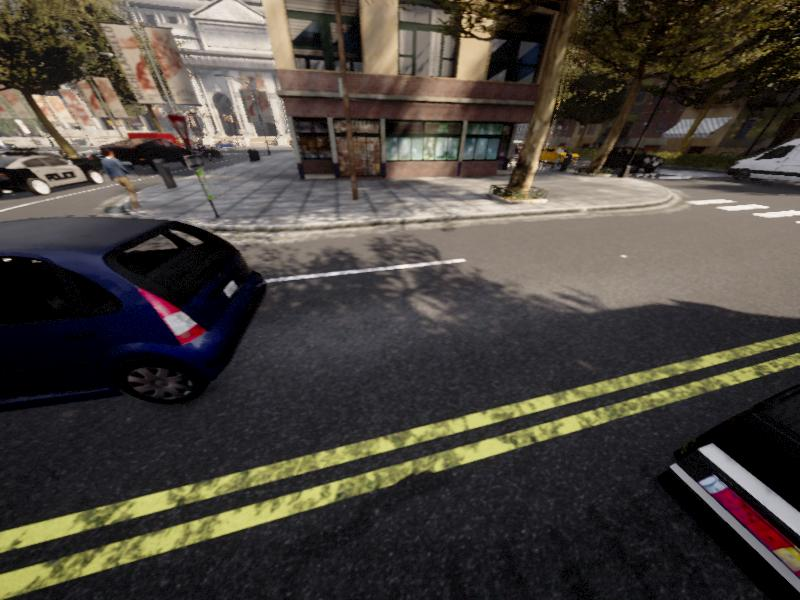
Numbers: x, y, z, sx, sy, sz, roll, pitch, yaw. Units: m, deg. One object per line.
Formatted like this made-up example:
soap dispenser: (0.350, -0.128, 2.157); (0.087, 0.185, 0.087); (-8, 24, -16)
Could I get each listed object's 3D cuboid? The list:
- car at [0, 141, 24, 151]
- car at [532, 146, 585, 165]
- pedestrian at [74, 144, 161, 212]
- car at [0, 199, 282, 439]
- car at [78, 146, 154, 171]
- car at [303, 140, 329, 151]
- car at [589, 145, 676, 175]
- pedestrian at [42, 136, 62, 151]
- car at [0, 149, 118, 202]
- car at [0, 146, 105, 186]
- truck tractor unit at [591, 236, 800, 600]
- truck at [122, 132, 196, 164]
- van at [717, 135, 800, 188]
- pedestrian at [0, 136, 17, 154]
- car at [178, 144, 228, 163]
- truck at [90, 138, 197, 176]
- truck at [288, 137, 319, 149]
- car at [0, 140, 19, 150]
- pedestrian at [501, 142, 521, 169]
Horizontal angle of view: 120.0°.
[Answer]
car: (-65.012, -24.852, 37.224); (4.181, 1.385, 1.994); (-7, 36, -10)
car: (17.612, -16.326, 26.036); (1.882, 1.535, 5.008); (-7, 36, -11)
pedestrian: (-8.973, -3.908, 7.471); (0.751, 1.860, 0.751); (-2, 35, -3)
car: (-3.793, 0.080, 2.398); (3.988, 1.617, 1.851); (-6, 36, -8)
car: (-22.981, -11.674, 18.964); (1.970, 1.475, 3.806); (-7, 36, -11)
car: (-16.652, -30.860, 46.129); (4.611, 1.667, 2.242); (-7, 36, -11)
car: (19.369, -12.020, 19.645); (1.932, 1.855, 4.605); (-7, 36, -11)
pedestrian: (-52.625, -23.644, 34.952); (0.751, 1.860, 0.751); (-27, 43, -33)
car: (-17.218, -6.168, 11.073); (1.930, 1.638, 5.238); (-7, 36, -11)
car: (-21.591, -8.192, 13.892); (1.930, 1.638, 5.238); (-7, 36, -11)
truck tractor unit: (5.312, -0.019, 0.393); (6.516, 4.208, 3.053); (-8, 36, -12)
truck: (-24.418, -15.746, 23.868); (2.627, 2.467, 5.204); (-7, 36, -11)
van: (24.550, -8.253, 13.786); (1.988, 2.561, 5.915); (-7, 36, -11)
pedestrian: (-50.541, -19.715, 29.398); (0.751, 1.860, 0.751); (-1, 35, -2)
car: (-21.058, -15.908, 24.973); (2.128, 1.511, 4.902); (-7, 36, -11)
truck: (-19.152, -11.290, 17.928); (2.390, 2.098, 6.274); (-7, 36, -11)
truck: (-22.322, -36.536, 53.748); (6.274, 2.098, 2.390); (-7, 36, -10)
car: (-69.932, -26.311, 39.220); (5.357, 1.411, 2.033); (-7, 36, -11)
pedestrian: (9.290, -12.173, 19.443); (0.751, 1.860, 0.751); (-9, 36, -14)
